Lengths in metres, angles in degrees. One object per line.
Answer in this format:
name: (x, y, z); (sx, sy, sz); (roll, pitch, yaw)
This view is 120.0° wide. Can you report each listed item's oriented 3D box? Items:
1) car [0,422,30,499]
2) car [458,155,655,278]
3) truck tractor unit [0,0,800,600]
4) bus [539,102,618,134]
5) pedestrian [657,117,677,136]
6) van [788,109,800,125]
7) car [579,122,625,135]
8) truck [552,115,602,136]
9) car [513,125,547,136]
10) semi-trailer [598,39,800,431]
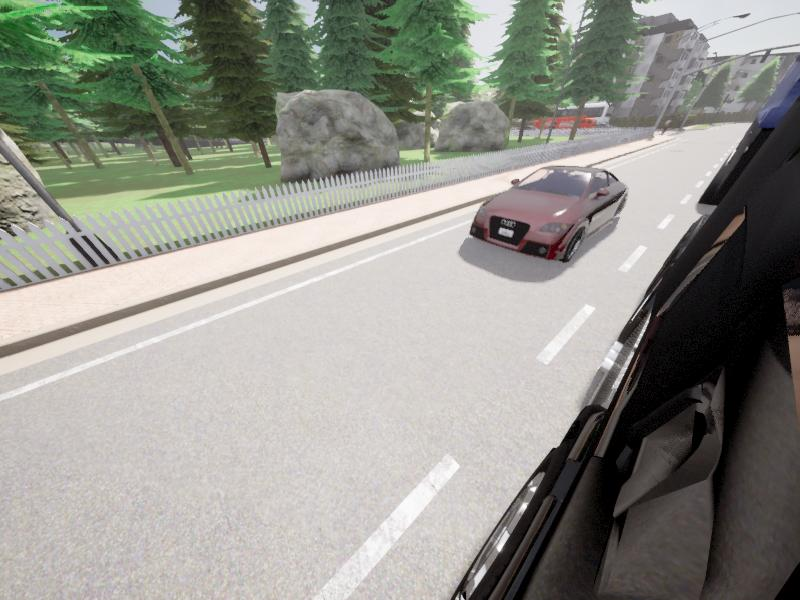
car: (-4.472, 1.839, 0.128); (3.988, 1.617, 1.851); (-27, 43, -29)
car: (3.549, -2.234, 5.259); (4.181, 1.385, 1.994); (-28, 43, -29)
truck tractor unit: (2.645, -0.295, 0.351); (6.516, 4.208, 3.053); (-28, 44, -30)
bus: (33.130, -34.143, 43.607); (3.944, 4.253, 10.273); (-26, 43, -28)
pedestrian: (33.635, -21.871, 29.135); (0.751, 1.860, 0.751); (-22, 41, -24)
van: (68.495, -30.999, 38.684); (6.366, 2.431, 2.351); (-23, 41, -25)
car: (31.963, -27.227, 36.726); (2.128, 1.511, 4.902); (-26, 43, -28)
truck: (27.675, -27.361, 36.375); (2.627, 2.467, 5.204); (-26, 43, -28)
car: (23.188, -30.319, 41.423); (1.837, 1.490, 4.892); (-26, 43, -28)
semi-trailer: (8.707, -3.602, 4.215); (14.254, 4.402, 2.717); (-28, 44, -30)
